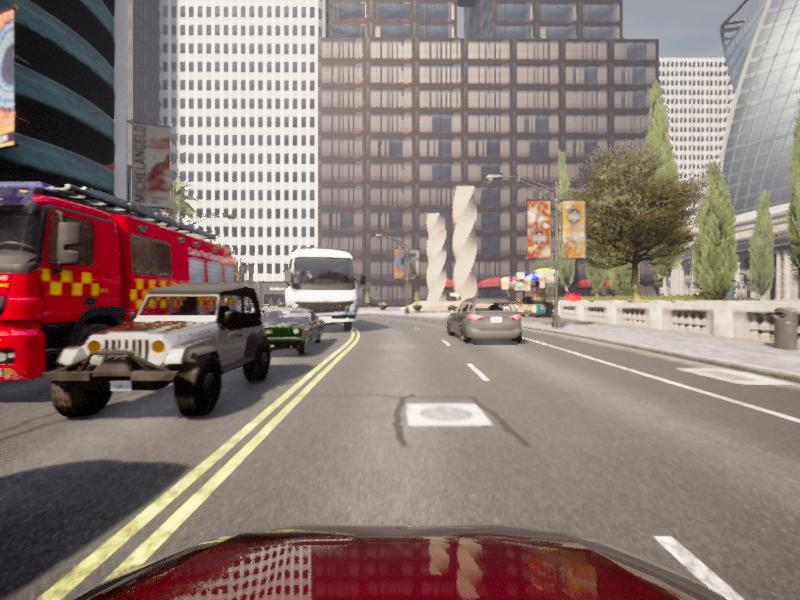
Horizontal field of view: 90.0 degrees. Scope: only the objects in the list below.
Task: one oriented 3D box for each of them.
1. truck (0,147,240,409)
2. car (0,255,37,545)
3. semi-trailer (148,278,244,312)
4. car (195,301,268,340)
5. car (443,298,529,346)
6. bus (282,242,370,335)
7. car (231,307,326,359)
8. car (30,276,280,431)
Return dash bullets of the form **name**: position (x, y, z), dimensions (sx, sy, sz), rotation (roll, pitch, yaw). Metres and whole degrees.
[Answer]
- **truck**: position (-7.060, -0.324, 10.065), dimensions (2.891, 3.827, 8.468), rotation (0, 0, -2)
- **car**: position (-3.510, 0.646, 0.905), dimensions (1.905, 1.878, 3.866), rotation (0, 0, -1)
- **semi-trailer**: position (-28.755, -0.646, 56.183), dimensions (14.254, 4.402, 2.717), rotation (0, -1, 18)
- **car**: position (-7.630, 0.820, 18.704), dimensions (2.038, 1.542, 4.974), rotation (0, 0, -10)
- **car**: position (3.262, 0.750, 16.265), dimensions (2.242, 1.667, 4.611), rotation (0, 0, -4)
- **bus**: position (-4.858, -0.542, 23.730), dimensions (3.944, 4.253, 10.273), rotation (0, 0, -17)
- **car**: position (-3.685, 0.939, 13.104), dimensions (1.895, 1.301, 4.718), rotation (0, 0, -3)
- **car**: position (-3.557, 0.644, 6.790), dimensions (1.905, 1.878, 3.866), rotation (0, 0, -1)
